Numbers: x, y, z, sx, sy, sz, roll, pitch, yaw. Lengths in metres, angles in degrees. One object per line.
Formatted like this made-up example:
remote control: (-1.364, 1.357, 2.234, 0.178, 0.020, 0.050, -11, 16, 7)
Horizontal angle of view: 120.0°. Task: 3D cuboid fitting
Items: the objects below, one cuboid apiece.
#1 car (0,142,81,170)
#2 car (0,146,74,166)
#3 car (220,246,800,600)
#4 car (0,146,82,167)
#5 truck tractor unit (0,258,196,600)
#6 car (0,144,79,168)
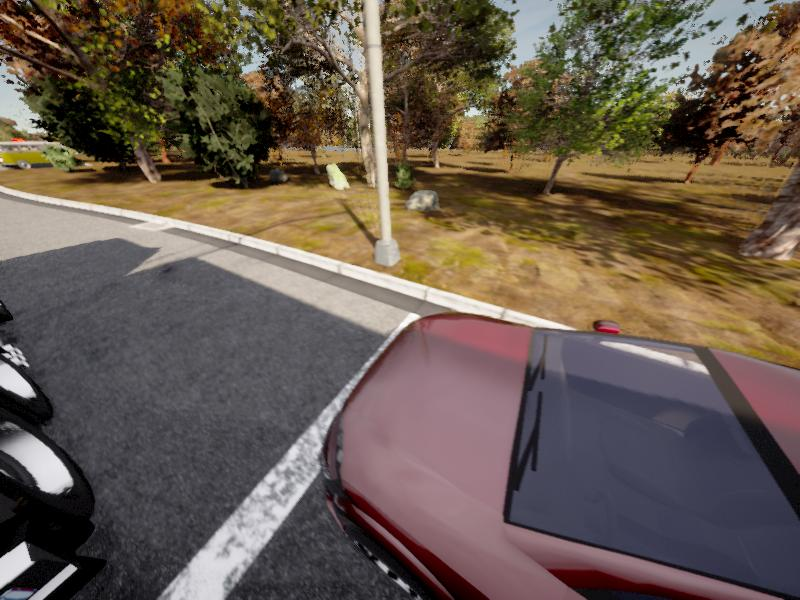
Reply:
car: (-33.377, -13.137, 20.948, 1.878, 1.987, 4.442, 9, 35, 12)
car: (-40.630, -15.843, 25.265, 1.946, 1.575, 5.366, 10, 36, 13)
car: (1.524, 1.078, 1.248, 4.181, 1.385, 1.994, 18, 39, 25)
car: (-38.132, -15.061, 24.133, 1.946, 1.575, 5.366, 9, 35, 13)
truck tractor unit: (-5.096, -0.316, 0.789, 6.516, 4.208, 3.053, 19, 39, 24)
car: (-35.782, -14.067, 22.475, 2.185, 1.767, 4.553, 9, 35, 13)
